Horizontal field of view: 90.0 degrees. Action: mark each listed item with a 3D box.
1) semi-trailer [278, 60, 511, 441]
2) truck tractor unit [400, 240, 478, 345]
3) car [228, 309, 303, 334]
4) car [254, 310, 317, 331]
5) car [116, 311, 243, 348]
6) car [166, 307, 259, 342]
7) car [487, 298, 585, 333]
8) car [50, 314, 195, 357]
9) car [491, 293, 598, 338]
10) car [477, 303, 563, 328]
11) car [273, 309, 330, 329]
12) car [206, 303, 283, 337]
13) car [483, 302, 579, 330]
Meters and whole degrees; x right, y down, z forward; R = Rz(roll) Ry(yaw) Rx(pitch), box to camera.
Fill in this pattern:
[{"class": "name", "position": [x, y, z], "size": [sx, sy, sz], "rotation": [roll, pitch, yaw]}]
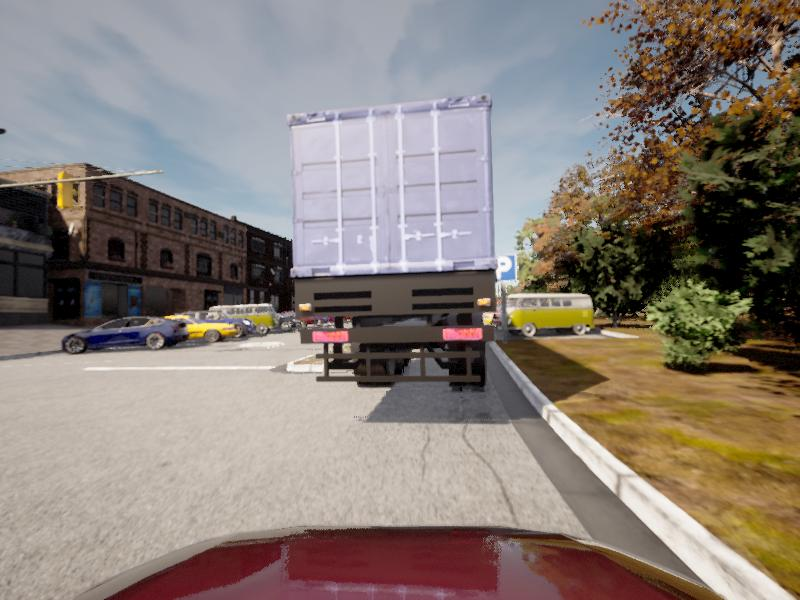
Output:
[{"class": "semi-trailer", "position": [0.918, -0.461, 11.862], "size": [2.717, 4.402, 14.254], "rotation": [-2, -1, 8]}, {"class": "truck tractor unit", "position": [2.115, -0.279, 19.683], "size": [3.053, 4.208, 6.516], "rotation": [-2, -1, 9]}, {"class": "car", "position": [-9.810, 1.571, 29.574], "size": [4.892, 1.521, 2.231], "rotation": [-2, -1, -10]}, {"class": "car", "position": [-9.240, 1.639, 32.538], "size": [4.674, 1.452, 2.002], "rotation": [-2, -1, -10]}, {"class": "car", "position": [-11.184, 1.463, 20.683], "size": [5.366, 1.575, 1.946], "rotation": [-2, -1, -11]}, {"class": "car", "position": [-10.900, 1.382, 23.624], "size": [4.553, 1.767, 2.185], "rotation": [-2, -1, -11]}, {"class": "car", "position": [7.401, 0.829, 22.045], "size": [4.553, 1.767, 2.185], "rotation": [-1, -1, -10]}, {"class": "car", "position": [-12.023, 1.482, 17.739], "size": [4.792, 1.488, 2.163], "rotation": [-2, -1, -11]}, {"class": "car", "position": [6.821, 0.700, 19.109], "size": [4.442, 1.987, 1.878], "rotation": [-1, -1, -10]}, {"class": "car", "position": [8.305, 1.011, 27.842], "size": [5.366, 1.575, 1.946], "rotation": [-1, 0, -9]}, {"class": "car", "position": [-8.672, 1.670, 35.509], "size": [4.674, 1.452, 2.002], "rotation": [-2, -1, -9]}, {"class": "car", "position": [-10.238, 1.308, 26.628], "size": [4.442, 1.987, 1.878], "rotation": [-2, -1, -10]}, {"class": "car", "position": [8.135, 0.977, 24.995], "size": [5.366, 1.575, 1.946], "rotation": [-1, -1, -10]}]
